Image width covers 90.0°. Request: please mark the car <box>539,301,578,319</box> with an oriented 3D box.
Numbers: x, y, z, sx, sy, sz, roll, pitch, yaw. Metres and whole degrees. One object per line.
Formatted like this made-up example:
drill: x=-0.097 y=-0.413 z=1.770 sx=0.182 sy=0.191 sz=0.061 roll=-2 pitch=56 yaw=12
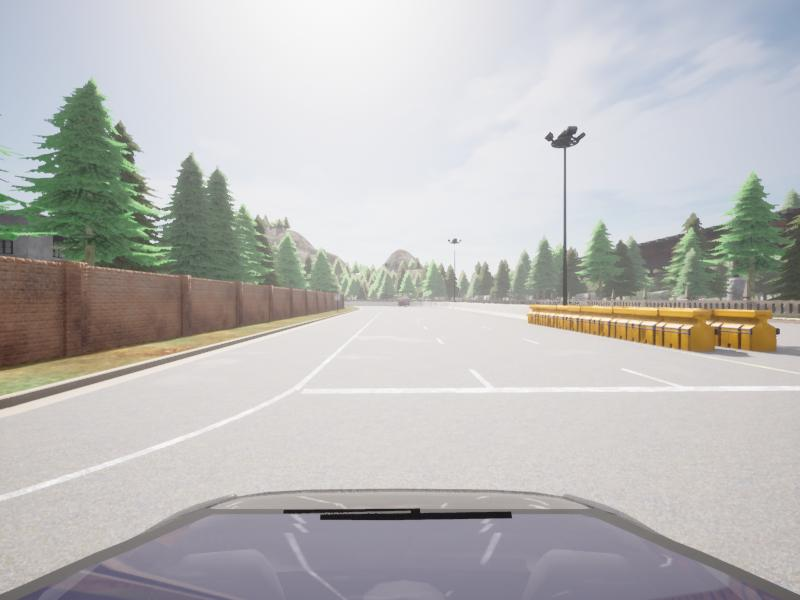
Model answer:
car: x=13.546 y=0.827 z=34.383 sx=1.845 sy=1.501 sz=3.633 roll=0 pitch=0 yaw=-1
